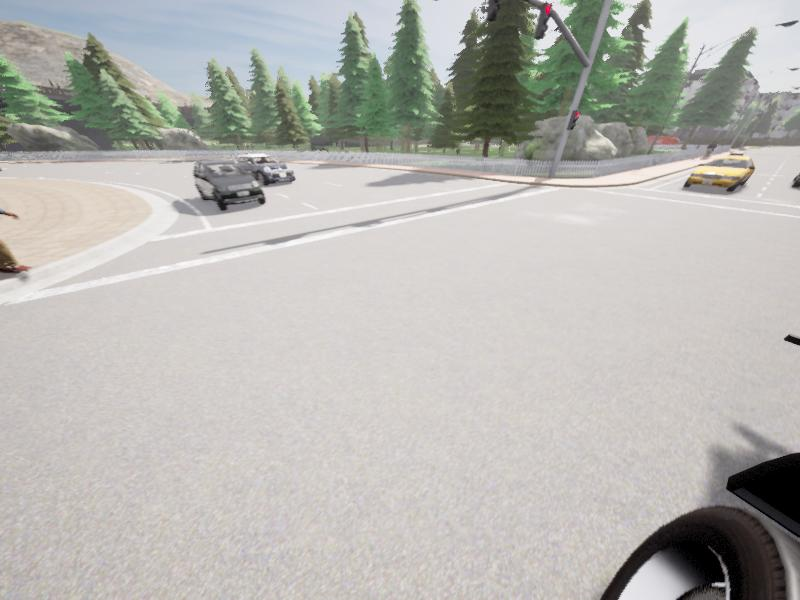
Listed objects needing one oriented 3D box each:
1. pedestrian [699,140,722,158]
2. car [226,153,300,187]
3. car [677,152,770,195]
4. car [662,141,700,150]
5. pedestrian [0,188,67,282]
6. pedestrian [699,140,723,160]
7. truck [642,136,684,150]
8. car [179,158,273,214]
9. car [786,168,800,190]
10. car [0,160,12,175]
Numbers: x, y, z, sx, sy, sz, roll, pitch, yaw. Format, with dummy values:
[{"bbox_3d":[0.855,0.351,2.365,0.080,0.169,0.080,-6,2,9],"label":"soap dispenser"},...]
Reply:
[{"bbox_3d":[37.580,-18.270,27.958,0.751,1.860,0.751,-20,40,-26],"label":"pedestrian"},{"bbox_3d":[-8.400,-8.057,14.214,3.806,1.475,1.970,21,40,28],"label":"car"},{"bbox_3d":[17.600,-7.012,12.535,5.366,1.575,1.801,-21,40,-27],"label":"car"},{"bbox_3d":[62.327,-34.294,51.332,2.128,1.511,4.902,-21,40,-27],"label":"car"},{"bbox_3d":[-7.172,-1.292,3.875,0.751,1.860,0.751,-5,35,-7],"label":"pedestrian"},{"bbox_3d":[35.539,-17.196,26.432,0.751,1.860,0.751,-16,38,-22],"label":"pedestrian"},{"bbox_3d":[58.050,-34.737,51.161,2.627,2.467,5.204,-21,40,-27],"label":"truck"},{"bbox_3d":[-7.203,-4.843,9.536,3.705,1.549,1.789,28,44,34],"label":"car"},{"bbox_3d":[23.365,-6.889,12.404,4.792,1.488,2.163,-22,40,-28],"label":"car"},{"bbox_3d":[-34.454,-10.435,17.766,4.514,1.525,2.007,-4,35,-5],"label":"car"}]
